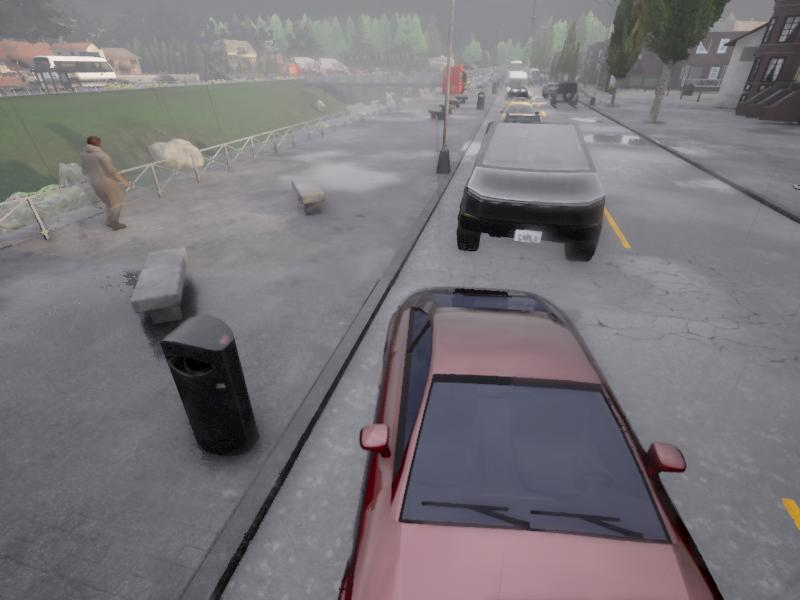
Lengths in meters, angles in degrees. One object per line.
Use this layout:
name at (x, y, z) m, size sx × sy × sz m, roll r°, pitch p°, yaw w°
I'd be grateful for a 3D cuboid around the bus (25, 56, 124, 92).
bus at (-46.700, -32.913, 58.172) m, size 3.944 × 4.253 × 10.273 m, roll 7°, pitch 31°, yaw 12°

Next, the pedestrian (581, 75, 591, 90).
pedestrian at (25.821, -30.142, 55.495) m, size 0.751 × 1.860 × 0.751 m, roll 6°, pitch 31°, yaw 11°

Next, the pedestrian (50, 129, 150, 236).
pedestrian at (-5.848, -2.315, 7.912) m, size 0.751 × 1.860 × 0.751 m, roll 7°, pitch 31°, yaw 12°

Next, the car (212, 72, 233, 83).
car at (-38.541, -48.373, 86.997) m, size 1.905 × 1.878 × 3.866 m, roll 7°, pitch 31°, yaw 12°

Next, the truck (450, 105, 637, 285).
truck at (2.772, -2.831, 8.780) m, size 2.390 × 2.098 × 6.274 m, roll 7°, pitch 31°, yaw 12°

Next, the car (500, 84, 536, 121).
car at (8.071, -13.631, 27.476) m, size 1.932 × 1.855 × 4.605 m, roll 7°, pitch 32°, yaw 12°

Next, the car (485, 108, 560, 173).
car at (4.505, -6.140, 15.025) m, size 2.128 × 1.511 × 4.902 m, roll 7°, pitch 31°, yaw 12°

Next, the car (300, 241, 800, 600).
car at (0.735, 1.022, 2.937) m, size 1.994 × 1.385 × 4.181 m, roll 3°, pitch 30°, yaw 3°

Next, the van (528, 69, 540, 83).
van at (29.511, -49.541, 88.238) m, size 1.988 × 2.561 × 5.915 m, roll 7°, pitch 31°, yaw 12°

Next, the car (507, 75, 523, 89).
car at (17.913, -33.826, 62.133) m, size 2.097 × 1.767 × 4.553 m, roll 7°, pitch 31°, yaw 12°

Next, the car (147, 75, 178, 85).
car at (-45.563, -42.316, 76.856) m, size 2.033 × 1.649 × 4.856 m, roll 7°, pitch 31°, yaw 12°

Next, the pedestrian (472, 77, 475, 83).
pedestrian at (15.007, -44.906, 81.538) m, size 0.500 × 1.100 × 0.500 m, roll 7°, pitch 31°, yaw 11°

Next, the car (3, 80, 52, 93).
car at (-51.635, -29.700, 55.611) m, size 1.895 × 1.301 × 4.718 m, roll 7°, pitch 31°, yaw 12°

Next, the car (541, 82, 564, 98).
car at (17.254, -23.868, 45.396) m, size 1.970 × 1.475 × 3.806 m, roll 7°, pitch 31°, yaw 12°

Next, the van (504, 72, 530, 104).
van at (11.608, -21.198, 39.779) m, size 1.988 × 2.561 × 5.915 m, roll 7°, pitch 31°, yaw 12°

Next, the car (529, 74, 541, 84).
car at (27.510, -44.975, 81.467) m, size 1.851 × 1.617 × 3.988 m, roll 7°, pitch 31°, yaw 12°

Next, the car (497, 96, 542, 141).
car at (6.173, -9.596, 20.871) m, size 1.801 × 1.575 × 5.366 m, roll 7°, pitch 31°, yaw 12°

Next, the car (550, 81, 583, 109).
car at (14.086, -17.534, 34.146) m, size 1.905 × 1.878 × 3.866 m, roll 7°, pitch 31°, yaw 12°

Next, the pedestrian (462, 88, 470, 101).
pedestrian at (6.356, -19.889, 38.712) m, size 0.500 × 1.100 × 0.500 m, roll -11°, pitch 32°, yaw -18°
